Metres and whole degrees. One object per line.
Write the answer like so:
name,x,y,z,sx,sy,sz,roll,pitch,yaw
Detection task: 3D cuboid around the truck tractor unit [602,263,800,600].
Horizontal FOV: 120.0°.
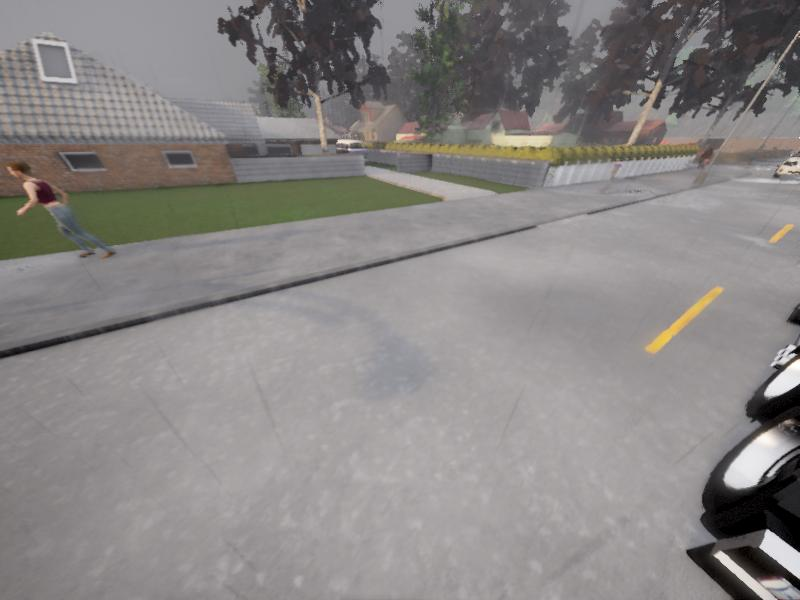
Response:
truck tractor unit,5.118,-0.292,0.788,6.516,4.208,3.053,-18,39,-24

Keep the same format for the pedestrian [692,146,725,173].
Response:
pedestrian,26.163,-11.935,19.611,0.751,1.860,0.751,-13,37,-19

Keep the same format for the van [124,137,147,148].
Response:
van,-75.475,-45.132,66.014,2.351,2.431,6.366,-18,39,-24

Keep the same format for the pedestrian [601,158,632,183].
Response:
pedestrian,13.584,-8.137,14.514,0.751,1.300,0.751,-18,39,-24

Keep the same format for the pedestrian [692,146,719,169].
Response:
pedestrian,28.923,-13.492,21.882,0.751,1.860,0.751,29,44,35

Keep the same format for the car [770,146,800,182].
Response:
car,30.539,-10.176,17.206,5.566,2.045,2.150,-20,40,-27

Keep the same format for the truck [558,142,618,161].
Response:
truck,27.851,-22.340,34.634,2.390,2.098,6.274,-18,39,-24

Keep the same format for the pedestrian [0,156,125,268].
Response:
pedestrian,-6.650,-1.689,4.523,0.751,1.860,0.751,-17,39,-24

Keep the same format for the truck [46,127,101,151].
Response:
truck,-68.084,-33.811,48.579,2.891,3.827,8.468,-18,39,-24

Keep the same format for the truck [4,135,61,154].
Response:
truck,-60.581,-25.813,38.341,2.627,2.467,5.204,-18,39,-24

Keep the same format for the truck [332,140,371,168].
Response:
truck,-4.696,-14.156,22.217,2.069,2.038,4.478,-18,39,-24
